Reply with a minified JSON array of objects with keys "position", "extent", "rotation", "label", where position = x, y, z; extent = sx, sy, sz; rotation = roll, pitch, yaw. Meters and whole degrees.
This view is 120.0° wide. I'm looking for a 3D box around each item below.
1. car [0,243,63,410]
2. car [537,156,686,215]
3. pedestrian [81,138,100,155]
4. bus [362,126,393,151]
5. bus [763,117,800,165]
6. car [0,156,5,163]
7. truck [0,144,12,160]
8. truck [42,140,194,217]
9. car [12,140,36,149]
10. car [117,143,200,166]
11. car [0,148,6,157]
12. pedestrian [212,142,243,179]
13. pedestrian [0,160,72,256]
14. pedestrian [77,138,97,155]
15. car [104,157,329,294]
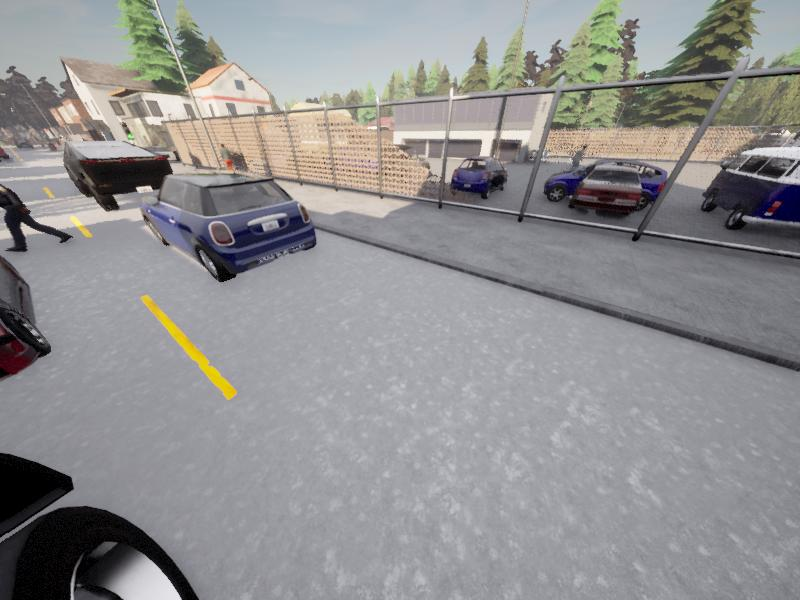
[{"position":[-6.085,0.142,2.525],"extent":[4.181,1.385,1.994],"rotation":[22,40,28],"label":"car"},{"position":[7.817,-4.604,9.037],"extent":[3.705,1.547,1.789],"rotation":[22,41,28],"label":"car"},{"position":[-40.915,-20.256,30.552],"extent":[0.751,1.860,0.751],"rotation":[25,42,31],"label":"pedestrian"},{"position":[-5.403,-37.755,53.756],"extent":[3.944,4.253,10.273],"rotation":[-15,39,-17],"label":"bus"},{"position":[47.572,-17.124,24.814],"extent":[10.273,4.253,3.944],"rotation":[-7,34,-9],"label":"bus"},{"position":[-41.203,-14.386,22.720],"extent":[3.705,1.549,1.789],"rotation":[22,41,28],"label":"car"},{"position":[-47.963,-18.081,25.951],"extent":[8.468,3.827,2.891],"rotation":[22,41,28],"label":"truck"},{"position":[-11.641,-5.279,9.513],"extent":[6.274,2.098,2.390],"rotation":[22,41,28],"label":"truck"},{"position":[-80.074,-33.153,49.129],"extent":[4.974,1.542,2.038],"rotation":[22,41,28],"label":"car"},{"position":[-23.648,-14.447,22.847],"extent":[1.930,1.638,5.238],"rotation":[26,43,32],"label":"car"},{"position":[-54.910,-19.977,30.631],"extent":[4.792,1.488,2.163],"rotation":[22,41,28],"label":"car"},{"position":[-10.415,-8.447,14.005],"extent":[0.751,1.860,0.751],"rotation":[26,43,32],"label":"pedestrian"},{"position":[-8.704,-2.052,5.116],"extent":[0.751,1.860,0.751],"rotation":[17,38,22],"label":"pedestrian"},{"position":[-42.929,-21.052,31.669],"extent":[0.751,1.860,0.751],"rotation":[23,41,28],"label":"pedestrian"},{"position":[-4.119,-2.072,5.272],"extent":[4.553,1.767,2.097],"rotation":[22,41,28],"label":"car"}]
